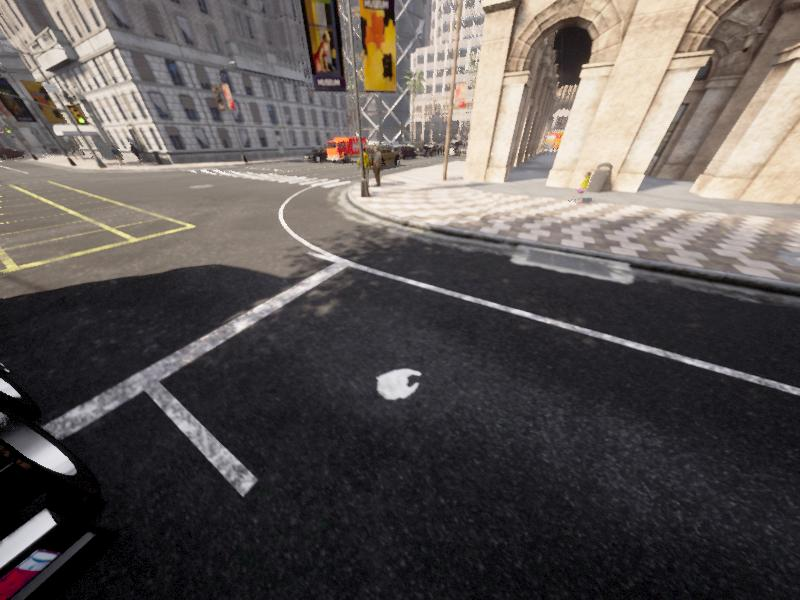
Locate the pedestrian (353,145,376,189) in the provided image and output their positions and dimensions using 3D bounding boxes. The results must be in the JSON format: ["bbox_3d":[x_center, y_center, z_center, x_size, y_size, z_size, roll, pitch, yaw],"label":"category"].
[{"bbox_3d":[-1.773,-6.733,11.719,0.751,1.860,0.751,8,36,12],"label":"pedestrian"}]

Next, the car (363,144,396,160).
[{"bbox_3d":[-2.719,-20.714,32.261,1.930,1.638,5.238,18,39,24],"label":"car"}]

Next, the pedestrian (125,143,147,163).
[{"bbox_3d":[-29.454,-16.388,25.767,0.751,1.860,0.751,23,41,29],"label":"pedestrian"}]

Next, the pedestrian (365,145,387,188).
[{"bbox_3d":[-1.214,-6.936,12.006,0.751,1.860,0.751,24,42,31],"label":"pedestrian"}]

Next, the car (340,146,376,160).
[{"bbox_3d":[-5.971,-21.387,33.467,2.033,1.411,5.357,18,39,24],"label":"car"}]

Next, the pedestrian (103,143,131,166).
[{"bbox_3d":[-27.738,-14.219,22.646,0.751,1.860,0.751,12,37,16],"label":"pedestrian"}]

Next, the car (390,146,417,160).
[{"bbox_3d":[0.525,-19.849,31.143,1.816,1.474,4.193,18,39,24],"label":"car"}]

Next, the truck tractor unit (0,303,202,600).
[{"bbox_3d":[-5.181,-0.222,0.693,6.516,4.208,3.053,15,38,21],"label":"truck tractor unit"}]

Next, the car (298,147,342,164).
[{"bbox_3d":[-9.610,-17.765,28.217,1.837,1.490,4.892,18,39,24],"label":"car"}]

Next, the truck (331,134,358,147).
[{"bbox_3d":[-19.448,-56.422,81.649,8.468,3.827,2.891,-4,35,-5],"label":"truck"}]

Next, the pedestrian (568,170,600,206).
[{"bbox_3d":[6.923,-4.220,8.714,0.500,1.100,0.500,28,44,34],"label":"pedestrian"}]

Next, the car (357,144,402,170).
[{"bbox_3d":[-1.765,-13.710,22.010,1.932,1.855,4.605,18,39,24],"label":"car"}]

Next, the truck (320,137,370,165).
[{"bbox_3d":[-6.238,-17.529,27.001,2.627,2.467,5.204,18,39,24],"label":"truck"}]

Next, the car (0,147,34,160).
[{"bbox_3d":[-59.697,-22.187,34.900,1.882,1.535,5.008,-11,36,-14],"label":"car"}]
